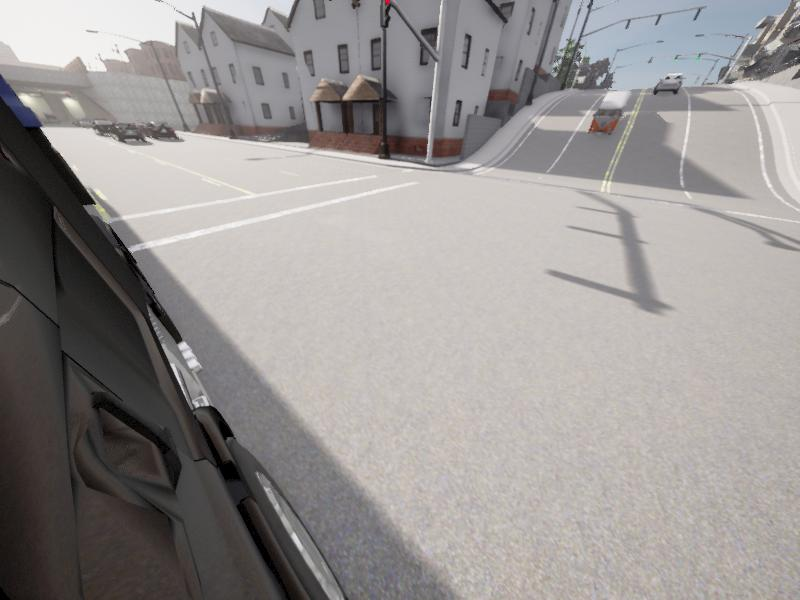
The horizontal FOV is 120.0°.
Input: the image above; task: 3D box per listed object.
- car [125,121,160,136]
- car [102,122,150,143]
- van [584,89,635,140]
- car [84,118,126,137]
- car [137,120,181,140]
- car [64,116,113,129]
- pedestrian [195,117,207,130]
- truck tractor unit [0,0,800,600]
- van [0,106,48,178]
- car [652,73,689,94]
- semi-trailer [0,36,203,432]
[{"bbox_3d":[-34.763,-23.115,31.159,4.674,1.442,1.812,26,42,27],"label":"car"},{"bbox_3d":[-27.040,-16.543,22.789,4.514,1.525,2.007,27,43,28],"label":"car"},{"bbox_3d":[16.950,-15.083,18.742,1.775,1.987,4.442,26,62,28],"label":"van"},{"bbox_3d":[-36.001,-21.066,28.178,5.238,1.638,1.930,25,42,27],"label":"car"},{"bbox_3d":[-28.184,-19.832,26.994,4.611,1.667,2.242,27,43,28],"label":"car"},{"bbox_3d":[-54.144,-30.906,40.290,4.974,1.542,2.038,1,36,-2],"label":"car"},{"bbox_3d":[-34.706,-30.762,40.283,0.751,1.860,0.751,14,38,15],"label":"pedestrian"},{"bbox_3d":[-2.645,-0.295,0.352,6.516,4.208,3.053,28,44,30],"label":"truck tractor unit"},{"bbox_3d":[-17.948,-7.092,9.879,5.915,2.561,1.988,26,43,28],"label":"van"},{"bbox_3d":[28.722,-23.085,24.613,1.970,1.475,3.806,27,51,28],"label":"car"},{"bbox_3d":[-8.781,-3.548,4.143,14.254,4.402,2.717,27,43,29],"label":"semi-trailer"}]
